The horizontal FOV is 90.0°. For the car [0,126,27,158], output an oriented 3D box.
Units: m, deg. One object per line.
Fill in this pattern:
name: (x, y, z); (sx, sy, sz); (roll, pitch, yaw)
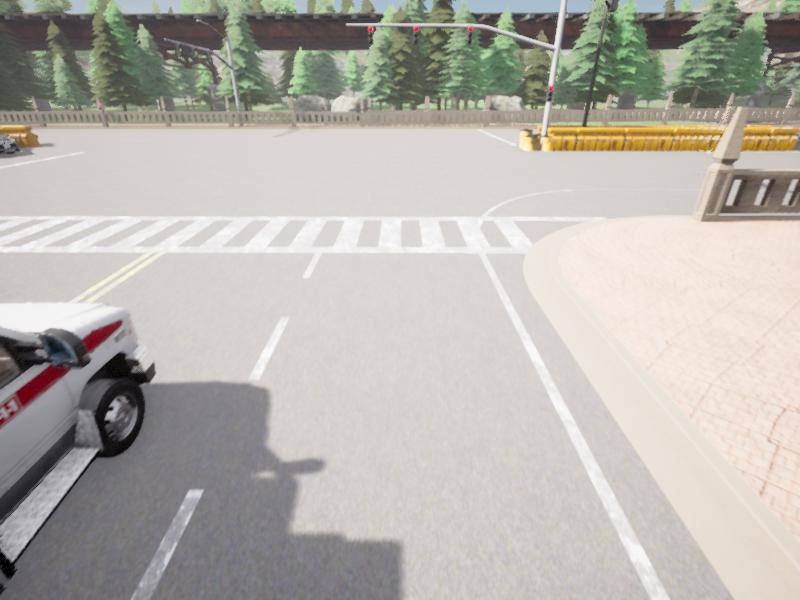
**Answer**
car: (-23.436, -8.651, 21.903); (3.806, 1.475, 1.970); (0, 27, 1)

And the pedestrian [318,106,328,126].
pedestrian: (-8.003, -19.163, 41.586); (0.751, 1.860, 0.751); (1, 27, 1)

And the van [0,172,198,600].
van: (-3.496, 1.414, 1.214); (2.351, 2.431, 6.366); (0, 27, 0)
